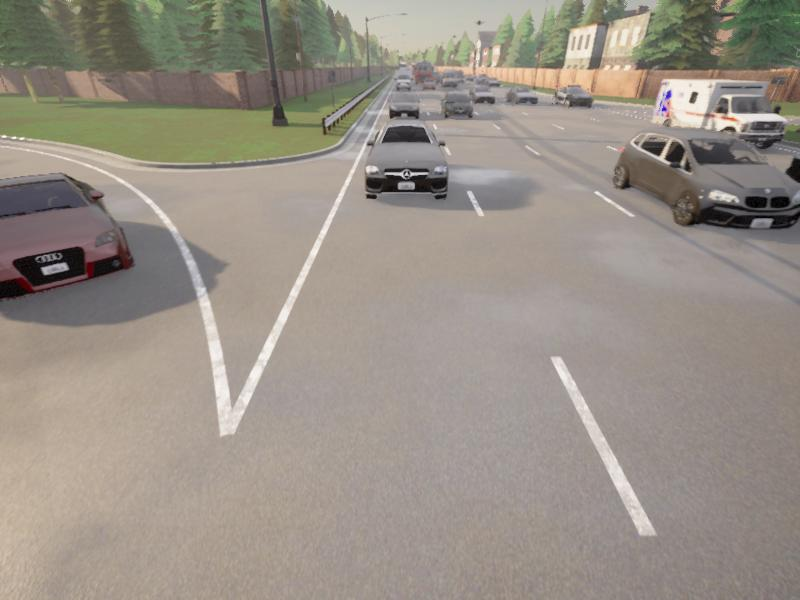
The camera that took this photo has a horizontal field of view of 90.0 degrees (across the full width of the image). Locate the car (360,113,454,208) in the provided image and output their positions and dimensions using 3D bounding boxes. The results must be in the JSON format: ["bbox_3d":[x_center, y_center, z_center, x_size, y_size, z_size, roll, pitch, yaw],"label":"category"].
[{"bbox_3d":[0.173,-4.274,11.660,2.152,1.651,5.027,0,30,0],"label":"car"}]

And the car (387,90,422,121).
[{"bbox_3d":[0.285,-13.110,26.865,2.163,1.488,4.792,0,31,0],"label":"car"}]

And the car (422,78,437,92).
[{"bbox_3d":[3.994,-29.466,54.701,1.845,1.501,3.633,0,31,0],"label":"car"}]

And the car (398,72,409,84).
[{"bbox_3d":[0.645,-41.393,74.699,1.932,1.855,4.605,0,30,0],"label":"car"}]

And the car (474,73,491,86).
[{"bbox_3d":[14.617,-39.094,70.860,2.097,1.767,4.553,0,30,0],"label":"car"}]

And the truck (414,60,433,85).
[{"bbox_3d":[4.127,-41.193,72.423,2.891,3.827,8.468,0,30,0],"label":"truck"}]

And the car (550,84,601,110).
[{"bbox_3d":[14.335,-16.851,33.079,1.930,1.638,5.238,0,30,0],"label":"car"}]

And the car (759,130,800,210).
[{"bbox_3d":[10.646,-2.206,8.111,1.930,1.638,5.238,0,30,0],"label":"car"}]

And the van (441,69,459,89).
[{"bbox_3d":[7.539,-33.593,60.744,1.988,2.561,5.915,0,30,0],"label":"van"}]

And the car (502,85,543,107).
[{"bbox_3d":[10.853,-18.332,35.851,2.033,1.411,5.357,0,30,0],"label":"car"}]

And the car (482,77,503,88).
[{"bbox_3d":[14.557,-34.342,63.149,2.033,1.411,5.357,0,30,0],"label":"car"}]

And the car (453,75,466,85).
[{"bbox_3d":[11.147,-41.307,75.026,1.970,1.475,3.806,0,30,0],"label":"car"}]

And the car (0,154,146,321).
[{"bbox_3d":[-6.230,-1.385,6.985,1.994,1.385,4.181,-23,37,-33],"label":"car"}]

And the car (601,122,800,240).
[{"bbox_3d":[7.157,-3.098,9.607,2.242,1.667,4.611,0,30,0],"label":"car"}]

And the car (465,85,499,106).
[{"bbox_3d":[7.355,-18.596,36.302,2.033,1.411,5.357,0,30,0],"label":"car"}]

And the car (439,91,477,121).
[{"bbox_3d":[3.786,-13.134,26.896,1.837,1.490,4.892,0,30,0],"label":"car"}]

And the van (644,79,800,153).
[{"bbox_3d":[14.220,-8.504,18.070,2.351,2.431,6.366,0,30,0],"label":"van"}]

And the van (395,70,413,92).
[{"bbox_3d":[0.500,-30.390,55.393,2.351,2.431,6.366,0,31,0],"label":"van"}]
